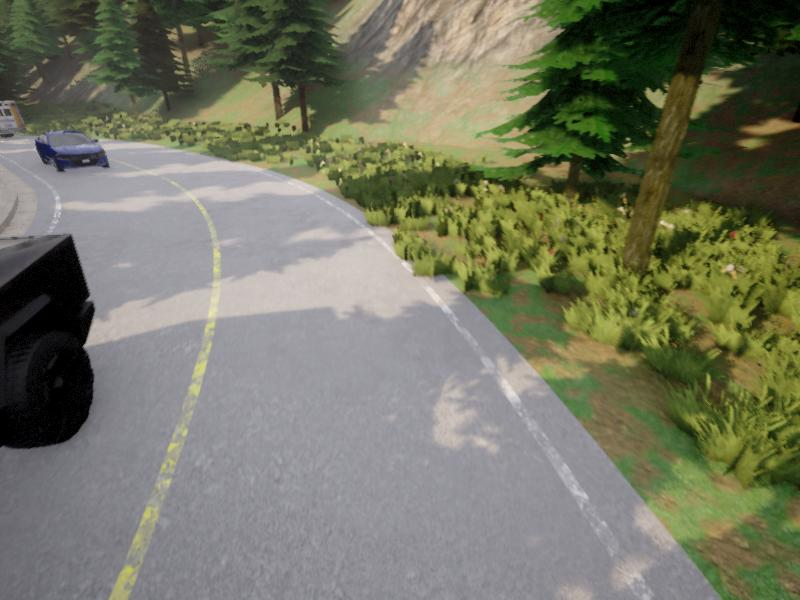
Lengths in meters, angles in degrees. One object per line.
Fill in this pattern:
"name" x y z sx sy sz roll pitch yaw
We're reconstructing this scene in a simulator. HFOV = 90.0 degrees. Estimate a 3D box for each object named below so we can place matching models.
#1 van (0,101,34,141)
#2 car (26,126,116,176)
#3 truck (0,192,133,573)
"van" -30.722 -12.970 28.807 6.366 2.431 2.351 5 28 8
"car" -14.779 -6.766 17.909 5.008 1.535 1.882 23 35 37
"truck" -3.884 1.321 1.713 2.390 2.098 6.274 -6 28 -12
